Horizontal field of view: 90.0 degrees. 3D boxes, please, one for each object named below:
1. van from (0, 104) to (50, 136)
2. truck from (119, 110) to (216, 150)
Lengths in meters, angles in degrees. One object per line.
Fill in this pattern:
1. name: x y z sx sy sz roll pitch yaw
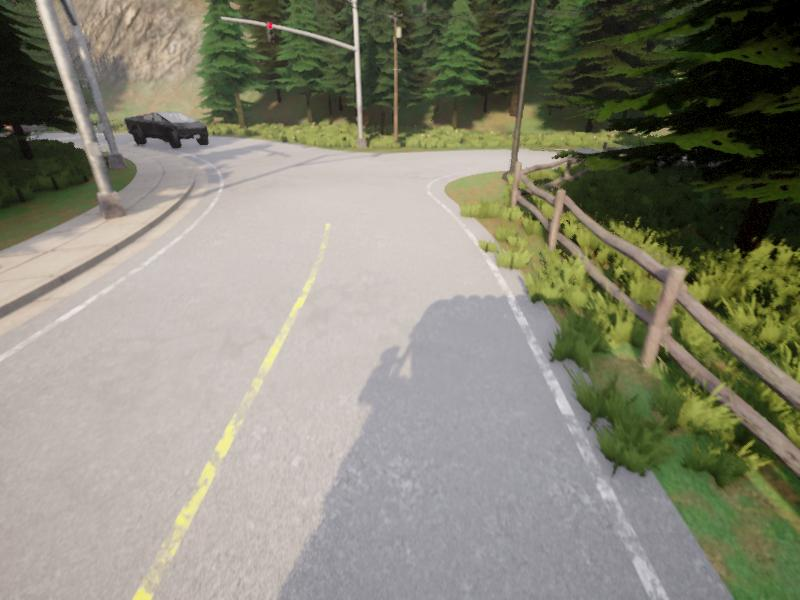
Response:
1. van: -34.611 -15.468 34.366 6.366 2.431 2.351 0 27 1
2. truck: -15.654 -11.515 26.922 6.274 2.098 2.390 16 31 28
